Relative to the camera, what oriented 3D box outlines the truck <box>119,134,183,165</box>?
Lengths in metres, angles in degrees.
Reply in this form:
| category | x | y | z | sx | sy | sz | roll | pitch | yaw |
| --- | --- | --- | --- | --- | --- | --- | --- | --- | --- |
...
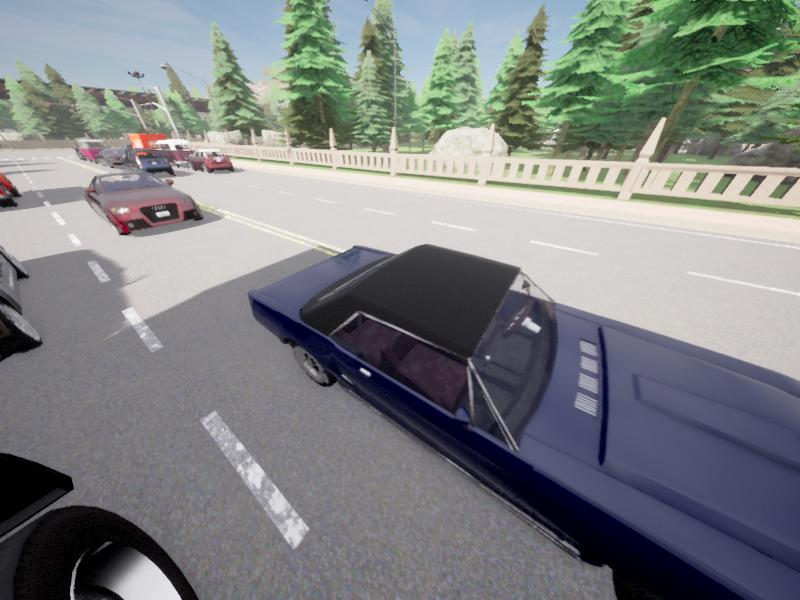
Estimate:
| category | x | y | z | sx | sy | sz | roll | pitch | yaw |
| --- | --- | --- | --- | --- | --- | --- | --- | --- | --- |
| truck | -25.750 | -15.692 | 23.948 | 5.204 | 2.467 | 2.627 | 22 | 41 | 28 |

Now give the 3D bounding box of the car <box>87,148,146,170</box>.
| category | x | y | z | sx | sy | sz | roll | pitch | yaw |
| --- | --- | --- | --- | --- | --- | --- | --- | --- | --- |
| car | -24.961 | -12.474 | 20.308 | 5.357 | 1.411 | 2.033 | 22 | 41 | 28 |

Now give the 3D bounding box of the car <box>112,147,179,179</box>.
| category | x | y | z | sx | sy | sz | roll | pitch | yaw |
| --- | --- | --- | --- | --- | --- | --- | --- | --- | --- |
| car | -17.738 | -9.628 | 16.121 | 3.988 | 1.617 | 1.851 | 22 | 41 | 28 |

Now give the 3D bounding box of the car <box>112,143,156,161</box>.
| category | x | y | z | sx | sy | sz | roll | pitch | yaw |
| --- | --- | --- | --- | --- | --- | --- | --- | --- | --- |
| car | -31.897 | -17.840 | 27.696 | 4.856 | 1.649 | 2.033 | 22 | 41 | 28 |

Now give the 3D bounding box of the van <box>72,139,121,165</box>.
| category | x | y | z | sx | sy | sz | roll | pitch | yaw |
| --- | --- | --- | --- | --- | --- | --- | --- | --- | --- |
| van | -30.779 | -15.077 | 23.459 | 4.442 | 1.987 | 1.775 | 22 | 41 | 28 |

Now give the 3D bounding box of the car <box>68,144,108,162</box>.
| category | x | y | z | sx | sy | sz | roll | pitch | yaw |
| --- | --- | --- | --- | --- | --- | --- | --- | --- | --- |
| car | -35.499 | -16.816 | 26.279 | 3.705 | 1.549 | 1.789 | 22 | 41 | 28 |

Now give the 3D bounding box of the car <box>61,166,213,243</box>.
| category | x | y | z | sx | sy | sz | roll | pitch | yaw |
| --- | --- | --- | --- | --- | --- | --- | --- | --- | --- |
| car | -8.222 | -3.210 | 7.253 | 4.181 | 1.385 | 1.994 | 22 | 41 | 28 |

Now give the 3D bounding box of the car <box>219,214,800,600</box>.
| category | x | y | z | sx | sy | sz | roll | pitch | yaw |
| --- | --- | --- | --- | --- | --- | --- | --- | --- | --- |
| car | 0.684 | 0.437 | 2.189 | 4.718 | 1.301 | 1.895 | 22 | 41 | 28 |

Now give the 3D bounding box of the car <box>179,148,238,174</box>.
| category | x | y | z | sx | sy | sz | roll | pitch | yaw |
| --- | --- | --- | --- | --- | --- | --- | --- | --- | --- |
| car | -14.953 | -10.900 | 18.064 | 3.806 | 1.475 | 1.970 | 22 | 40 | 28 |

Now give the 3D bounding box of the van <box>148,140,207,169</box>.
| category | x | y | z | sx | sy | sz | roll | pitch | yaw |
| --- | --- | --- | --- | --- | --- | --- | --- | --- | --- |
| van | -20.069 | -13.208 | 20.824 | 4.480 | 2.038 | 2.069 | 22 | 41 | 28 |

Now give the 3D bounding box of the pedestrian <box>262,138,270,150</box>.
| category | x | y | z | sx | sy | sz | roll | pitch | yaw |
| --- | --- | --- | --- | --- | --- | --- | --- | --- | --- |
| pedestrian | -27.021 | -31.473 | 46.625 | 0.751 | 1.860 | 0.751 | 23 | 41 | 29 |

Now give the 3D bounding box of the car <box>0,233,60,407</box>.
| category | x | y | z | sx | sy | sz | roll | pitch | yaw |
| --- | --- | --- | --- | --- | --- | --- | --- | --- | --- |
| car | -6.543 | -0.174 | 2.728 | 5.238 | 1.638 | 1.930 | 22 | 40 | 28 |

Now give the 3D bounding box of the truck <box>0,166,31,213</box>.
| category | x | y | z | sx | sy | sz | roll | pitch | yaw |
| --- | --- | --- | --- | --- | --- | --- | --- | --- | --- |
| truck | -16.765 | -4.671 | 8.323 | 5.204 | 2.467 | 2.627 | 22 | 41 | 28 |
